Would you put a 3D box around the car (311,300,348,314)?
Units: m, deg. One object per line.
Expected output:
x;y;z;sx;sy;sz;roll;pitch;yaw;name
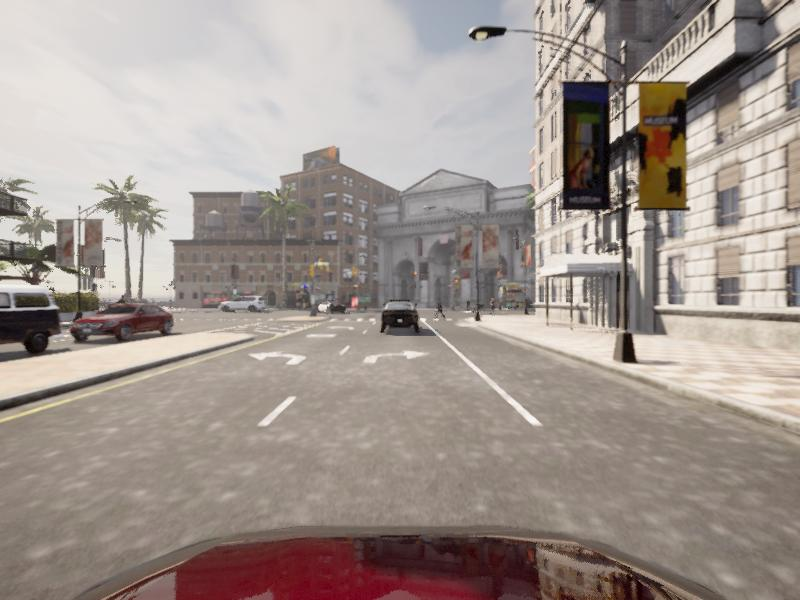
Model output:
-8.427;0.815;47.308;2.038;1.542;4.974;0;0;-40;car

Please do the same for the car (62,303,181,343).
-11.499;0.867;17.034;1.812;1.442;4.674;0;0;0;car

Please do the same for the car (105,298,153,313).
-33.811;0.644;50.004;4.605;1.855;1.932;0;0;0;car

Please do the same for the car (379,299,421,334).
0.001;0.767;21.198;1.930;1.638;5.238;0;0;0;car

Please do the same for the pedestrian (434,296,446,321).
3.061;0.631;30.716;0.751;1.860;0.751;0;0;-4;pedestrian

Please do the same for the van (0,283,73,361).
-11.494;0.569;10.564;2.069;2.038;4.480;0;0;0;van

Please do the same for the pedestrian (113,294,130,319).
-20.696;0.479;29.749;0.751;1.860;0.751;0;0;6;pedestrian

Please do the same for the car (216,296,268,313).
-19.617;0.553;49.893;5.566;2.045;2.150;-1;0;0;car

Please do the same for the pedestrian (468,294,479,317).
6.042;0.479;32.785;0.751;1.860;0.751;0;0;-3;pedestrian
